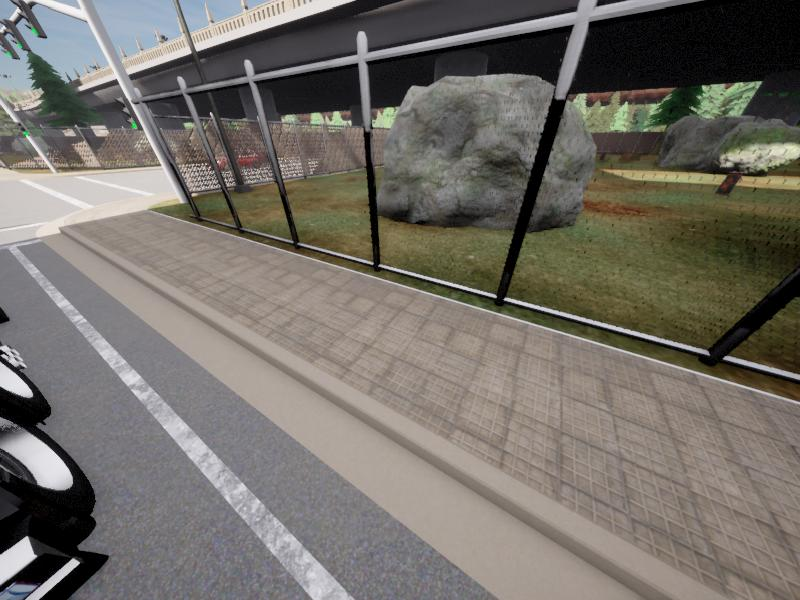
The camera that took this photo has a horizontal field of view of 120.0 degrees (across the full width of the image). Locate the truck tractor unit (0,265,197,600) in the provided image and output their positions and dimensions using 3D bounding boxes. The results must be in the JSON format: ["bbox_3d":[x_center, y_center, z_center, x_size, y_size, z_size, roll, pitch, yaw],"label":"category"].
[{"bbox_3d":[-5.112,-0.300,0.776,6.516,4.208,3.053,18,39,24],"label":"truck tractor unit"}]
